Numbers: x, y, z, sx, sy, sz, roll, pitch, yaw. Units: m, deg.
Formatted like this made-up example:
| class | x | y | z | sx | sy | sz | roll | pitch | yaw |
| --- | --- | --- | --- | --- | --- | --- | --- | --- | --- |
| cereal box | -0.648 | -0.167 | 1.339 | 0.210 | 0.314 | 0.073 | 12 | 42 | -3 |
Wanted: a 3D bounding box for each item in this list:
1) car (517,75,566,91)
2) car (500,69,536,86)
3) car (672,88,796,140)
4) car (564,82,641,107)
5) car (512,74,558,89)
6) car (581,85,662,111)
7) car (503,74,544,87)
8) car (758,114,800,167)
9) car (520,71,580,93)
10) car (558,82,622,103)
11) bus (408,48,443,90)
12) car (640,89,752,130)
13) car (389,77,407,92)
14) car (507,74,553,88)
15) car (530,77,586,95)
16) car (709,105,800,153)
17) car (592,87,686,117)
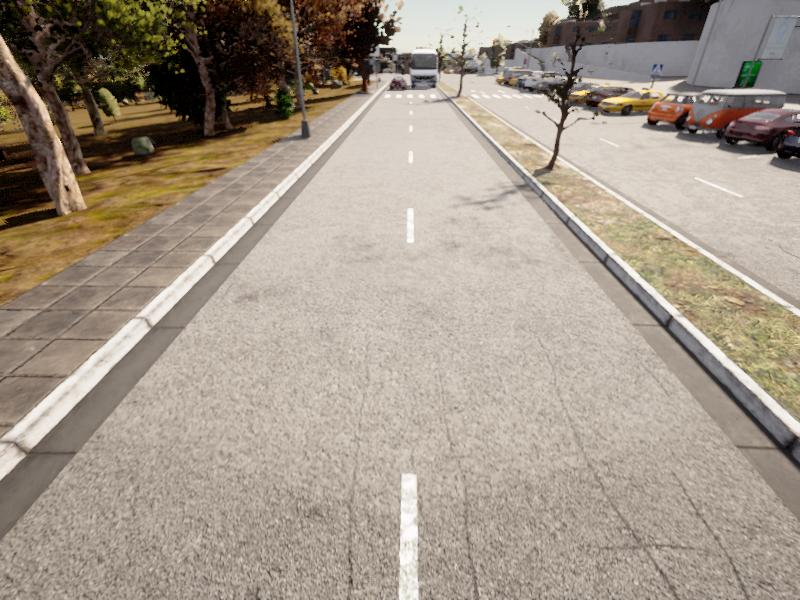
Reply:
| class | x | y | z | sx | sy | sz | roll | pitch | yaw |
| --- | --- | --- | --- | --- | --- | --- | --- | --- | --- |
| car | 16.742 | -25.666 | 47.299 | 5.008 | 1.535 | 2.097 | -9 | 33 | -16 |
| car | 16.927 | -31.952 | 57.393 | 4.442 | 1.987 | 1.878 | -9 | 33 | -16 |
| car | 15.811 | -8.912 | 19.047 | 4.442 | 1.987 | 1.878 | -9 | 33 | -16 |
| car | 16.115 | -16.427 | 31.915 | 5.366 | 1.575 | 1.946 | -9 | 33 | -16 |
| car | 16.804 | -27.196 | 49.862 | 4.892 | 1.521 | 2.231 | -9 | 32 | -16 |
| car | 16.242 | -14.891 | 29.445 | 4.792 | 1.488 | 2.163 | -9 | 32 | -16 |
| car | 16.986 | -30.231 | 55.008 | 4.792 | 1.488 | 2.163 | -9 | 32 | -16 |
| car | 15.795 | -5.658 | 14.112 | 4.792 | 1.488 | 2.163 | -9 | 32 | -16 |
| car | 16.692 | -24.360 | 44.626 | 5.566 | 2.045 | 2.435 | -9 | 32 | -16 |
| car | 16.360 | -17.961 | 34.544 | 4.674 | 1.452 | 2.002 | -9 | 32 | -16 |
| bus | 3.098 | -29.805 | 51.554 | 3.944 | 4.253 | 10.273 | 1 | 31 | 1 |
| car | 15.964 | -10.385 | 21.690 | 4.553 | 1.767 | 2.185 | -9 | 32 | -16 |
| car | -0.182 | -25.255 | 46.747 | 1.994 | 1.385 | 4.181 | 1 | 31 | 1 |
| car | 17.061 | -28.756 | 52.473 | 5.366 | 1.575 | 1.946 | -9 | 32 | -16 |
| car | 16.597 | -22.601 | 42.183 | 4.892 | 1.521 | 2.231 | -9 | 33 | -16 |
| car | 15.838 | -7.176 | 16.667 | 4.674 | 1.452 | 2.002 | -9 | 32 | -16 |
| car | 15.966 | -13.338 | 26.813 | 5.366 | 1.575 | 1.946 | -9 | 33 | -16 |
